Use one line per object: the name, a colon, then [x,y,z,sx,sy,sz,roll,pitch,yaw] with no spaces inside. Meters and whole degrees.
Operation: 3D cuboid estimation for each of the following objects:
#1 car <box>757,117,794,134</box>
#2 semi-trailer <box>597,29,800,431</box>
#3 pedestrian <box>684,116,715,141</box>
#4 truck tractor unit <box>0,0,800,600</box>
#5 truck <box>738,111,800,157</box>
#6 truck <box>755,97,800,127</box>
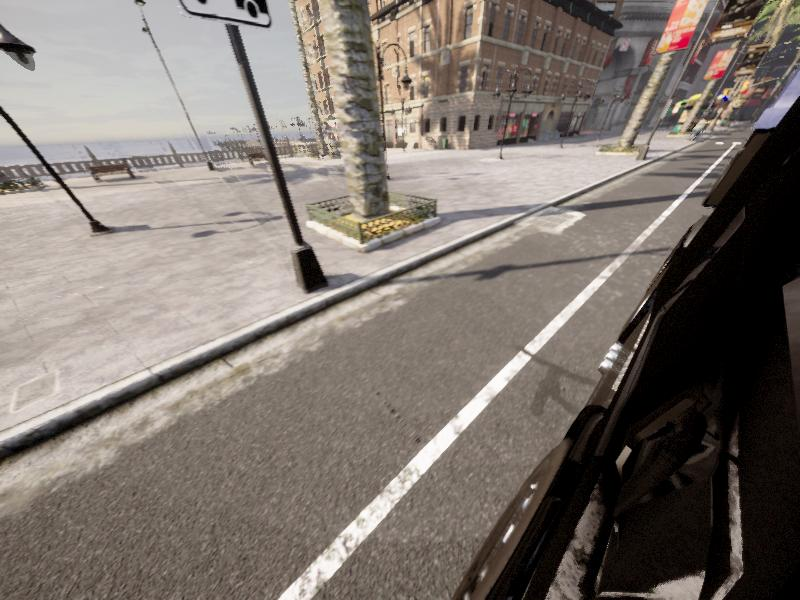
car: [45.757,-21.350,28.234,3.705,1.549,1.789,-27,43,-29]
semi-trailer: [8.758,-3.551,4.186,14.254,4.402,2.717,-27,43,-29]
pedestrian: [27.848,-15.925,21.514,0.751,1.860,0.751,6,37,12]
truck tractor unit: [2.645,-0.295,0.351,6.516,4.208,3.053,-28,44,-30]
truck: [24.932,-10.901,15.014,6.274,2.098,2.390,-27,43,-29]
truck: [67.356,-33.348,41.123,8.468,3.827,2.891,-27,43,-29]
